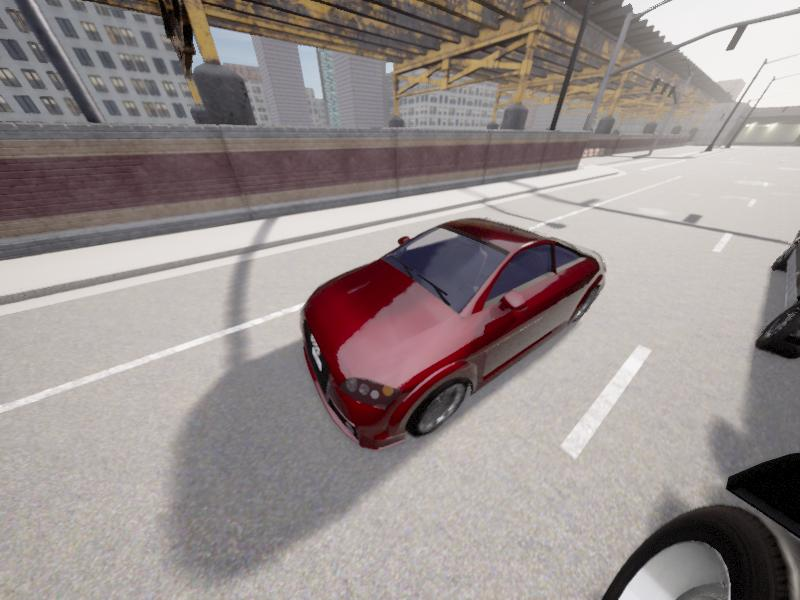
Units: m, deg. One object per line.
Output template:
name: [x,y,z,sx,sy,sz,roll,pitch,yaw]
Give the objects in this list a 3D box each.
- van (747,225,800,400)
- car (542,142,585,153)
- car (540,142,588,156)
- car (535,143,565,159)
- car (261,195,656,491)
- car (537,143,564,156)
van: [6.857,-0.683,2.598,5.915,2.561,1.988,-22,40,-29]
car: [22.745,-21.249,32.196,4.536,1.218,1.853,-4,35,-5]
car: [22.797,-21.124,32.292,4.974,1.542,2.038,-4,35,-5]
car: [18.867,-18.954,29.246,2.038,1.542,4.974,11,37,15]
car: [0.866,-0.216,3.014,4.181,1.385,1.994,-21,40,-26]
car: [18.883,-19.112,29.195,1.853,1.218,4.536,11,37,15]
